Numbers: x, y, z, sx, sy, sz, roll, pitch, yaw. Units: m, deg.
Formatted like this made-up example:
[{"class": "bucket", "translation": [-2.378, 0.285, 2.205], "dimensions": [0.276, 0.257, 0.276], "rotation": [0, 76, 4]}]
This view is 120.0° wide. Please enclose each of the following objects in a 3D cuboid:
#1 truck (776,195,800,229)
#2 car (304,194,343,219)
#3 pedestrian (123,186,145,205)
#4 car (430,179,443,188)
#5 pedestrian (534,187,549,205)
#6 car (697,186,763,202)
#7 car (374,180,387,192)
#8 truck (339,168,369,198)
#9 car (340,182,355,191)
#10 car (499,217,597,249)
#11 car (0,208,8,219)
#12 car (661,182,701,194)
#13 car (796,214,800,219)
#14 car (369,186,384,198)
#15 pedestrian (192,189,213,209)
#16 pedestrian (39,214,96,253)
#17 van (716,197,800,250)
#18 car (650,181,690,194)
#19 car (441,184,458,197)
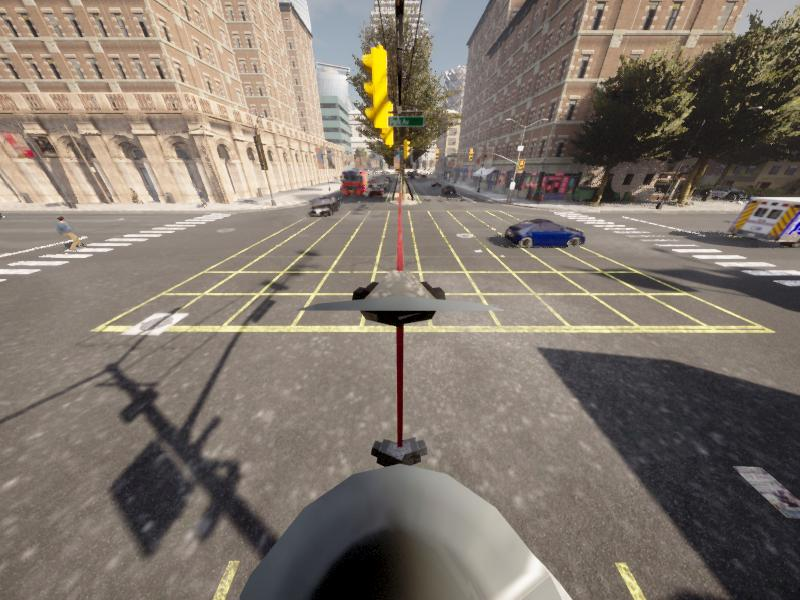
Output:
[{"class": "truck", "translation": [33.743, -6.791, 15.943], "dimensions": [8.468, 3.827, 2.891], "rotation": [0, 30, 0]}, {"class": "car", "translation": [-7.120, -9.054, 22.176], "dimensions": [2.128, 1.511, 4.902], "rotation": [0, 30, 0]}, {"class": "pedestrian", "translation": [-30.533, -12.001, 26.578], "dimensions": [0.751, 1.860, 0.751], "rotation": [-3, 30, -6]}, {"class": "car", "translation": [7.972, -25.854, 51.252], "dimensions": [2.038, 1.542, 4.974], "rotation": [0, 30, 0]}, {"class": "pedestrian", "translation": [16.026, -11.769, 26.176], "dimensions": [0.751, 1.860, 0.751], "rotation": [1, 30, 2]}, {"class": "car", "translation": [45.917, -14.964, 32.391], "dimensions": [2.038, 1.542, 4.974], "rotation": [0, 30, 1]}, {"class": "car", "translation": [-3.551, -21.620, 43.657], "dimensions": [2.097, 1.767, 4.553], "rotation": [0, 30, 0]}, {"class": "truck", "translation": [-7.076, -18.965, 37.026], "dimensions": [2.891, 3.827, 8.468], "rotation": [0, 30, 0]}, {"class": "car", "translation": [-10.295, -22.354, 45.417], "dimensions": [1.895, 1.301, 4.718], "rotation": [0, 30, 0]}, {"class": "car", "translation": [8.383, -3.940, 13.460], "dimensions": [4.181, 1.385, 1.994], "rotation": [0, 30, 0]}, {"class": "car", "translation": [-36.720, -7.460, 19.398], "dimensions": [3.633, 1.501, 1.845], "rotation": [0, 30, 0]}, {"class": "car", "translation": [49.532, -19.875, 40.824], "dimensions": [1.851, 1.617, 3.988], "rotation": [0, 30, 0]}, {"class": "car", "translation": [37.728, -7.974, 20.175], "dimensions": [5.238, 1.638, 1.930], "rotation": [-13, 33, -21]}, {"class": "car", "translation": [-3.577, -16.711, 35.654], "dimensions": [1.895, 1.301, 4.718], "rotation": [0, 30, 0]}, {"class": "pedestrian", "translation": [-20.556, -10.562, 24.086], "dimensions": [0.751, 1.860, 0.751], "rotation": [4, 30, 6]}, {"class": "pedestrian", "translation": [-17.464, -3.519, 12.191], "dimensions": [0.751, 1.860, 0.751], "rotation": [0, 30, -1]}, {"class": "van", "translation": [23.585, -4.430, 13.251], "dimensions": [6.366, 2.431, 2.351], "rotation": [0, 30, 0]}, {"class": "car", "translation": [46.027, -19.297, 39.541], "dimensions": [1.905, 1.878, 3.866], "rotation": [0, 30, 0]}, {"class": "car", "translation": [7.928, -17.753, 37.312], "dimensions": [1.812, 1.442, 4.674], "rotation": [0, 30, 0]}]
